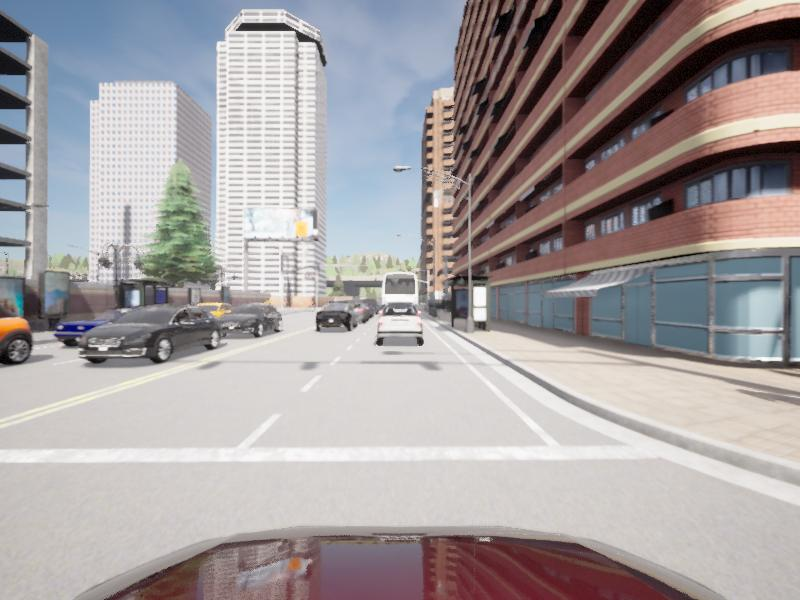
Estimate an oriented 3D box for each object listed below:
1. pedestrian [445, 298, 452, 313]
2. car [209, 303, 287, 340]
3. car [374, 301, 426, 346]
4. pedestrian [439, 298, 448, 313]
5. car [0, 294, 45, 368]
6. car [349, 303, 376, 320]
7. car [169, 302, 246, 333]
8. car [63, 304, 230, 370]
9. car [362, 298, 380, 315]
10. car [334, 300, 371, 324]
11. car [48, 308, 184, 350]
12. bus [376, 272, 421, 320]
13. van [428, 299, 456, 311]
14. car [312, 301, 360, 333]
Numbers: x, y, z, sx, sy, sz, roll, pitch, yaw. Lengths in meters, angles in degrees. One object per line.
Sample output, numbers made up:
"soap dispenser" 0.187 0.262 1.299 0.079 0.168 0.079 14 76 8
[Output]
"pedestrian" 5.924 0.661 48.595 0.751 1.860 0.751 0 0 0
"car" -7.000 0.911 19.052 1.837 1.490 4.892 0 0 0
"car" 0.005 0.868 16.420 1.851 1.617 3.988 0 0 0
"pedestrian" 5.221 0.658 48.217 0.751 1.860 0.751 0 0 -23
"car" -10.498 0.725 8.351 2.097 1.767 4.553 0 0 0
"car" -3.499 1.018 37.954 2.033 1.411 5.357 0 0 0
"car" -10.499 0.887 22.284 1.882 1.535 5.008 0 0 0
"car" -6.996 0.894 11.843 1.837 1.490 4.892 0 0 0
"car" -3.503 0.791 48.402 1.905 1.878 3.866 0 -1 0
"car" -3.501 0.860 30.220 2.242 1.667 4.611 0 0 0
"car" -10.500 0.991 15.353 1.895 1.301 4.718 0 0 0
"bus" -0.119 -0.390 40.122 3.944 4.253 10.273 0 1 0
"van" 6.879 0.820 65.952 4.442 1.987 1.775 0 0 0
"car" -3.510 0.857 22.983 1.930 1.638 5.238 0 0 0
